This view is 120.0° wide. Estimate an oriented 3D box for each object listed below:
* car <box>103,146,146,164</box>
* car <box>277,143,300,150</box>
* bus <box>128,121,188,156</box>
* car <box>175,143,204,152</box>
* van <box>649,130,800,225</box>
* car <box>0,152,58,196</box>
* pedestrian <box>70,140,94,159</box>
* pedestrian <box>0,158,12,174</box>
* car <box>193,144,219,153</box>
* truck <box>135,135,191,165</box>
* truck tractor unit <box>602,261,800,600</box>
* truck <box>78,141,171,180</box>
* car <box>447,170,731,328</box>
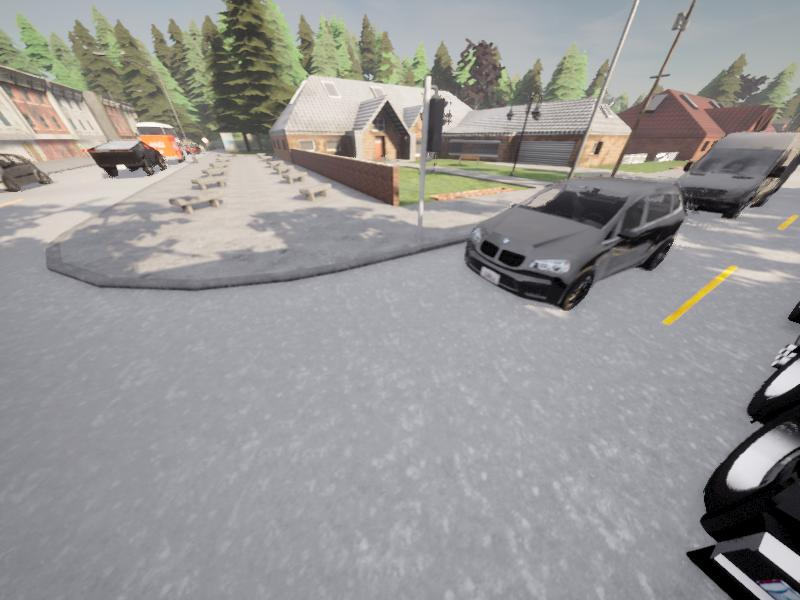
[{"bbox_3d":[-29.998,-15.920,25.294,1.845,1.501,3.633,-18,39,-25],"label":"car"},{"bbox_3d":[-31.732,-43.913,65.873,5.366,1.575,1.801,-18,39,-25],"label":"car"},{"bbox_3d":[-39.625,-26.846,38.533,3.944,4.253,10.273,-18,39,-24],"label":"bus"},{"bbox_3d":[-47.496,-34.592,52.354,1.801,1.575,5.366,-1,35,-2],"label":"car"},{"bbox_3d":[12.985,-4.878,8.889,5.915,2.561,1.988,-17,39,-23],"label":"van"},{"bbox_3d":[-20.404,-6.419,11.651,1.851,1.617,3.988,-18,39,-25],"label":"car"},{"bbox_3d":[-38.763,-18.349,28.197,0.751,1.860,0.751,-16,38,-22],"label":"pedestrian"},{"bbox_3d":[-28.914,-9.922,16.170,0.751,1.860,0.751,-14,37,-20],"label":"pedestrian"},{"bbox_3d":[-43.411,-34.149,51.928,2.152,1.651,5.027,-4,35,-7],"label":"car"},{"bbox_3d":[-25.547,-16.425,25.230,2.627,2.467,5.204,-17,39,-24],"label":"truck"},{"bbox_3d":[5.102,-0.311,0.784,6.516,4.208,3.053,-19,39,-24],"label":"truck tractor unit"},{"bbox_3d":[-19.794,-10.550,17.161,2.390,2.098,6.274,-18,39,-24],"label":"truck"},{"bbox_3d":[3.590,-1.458,4.663,4.611,1.667,2.242,-17,38,-23],"label":"car"}]
